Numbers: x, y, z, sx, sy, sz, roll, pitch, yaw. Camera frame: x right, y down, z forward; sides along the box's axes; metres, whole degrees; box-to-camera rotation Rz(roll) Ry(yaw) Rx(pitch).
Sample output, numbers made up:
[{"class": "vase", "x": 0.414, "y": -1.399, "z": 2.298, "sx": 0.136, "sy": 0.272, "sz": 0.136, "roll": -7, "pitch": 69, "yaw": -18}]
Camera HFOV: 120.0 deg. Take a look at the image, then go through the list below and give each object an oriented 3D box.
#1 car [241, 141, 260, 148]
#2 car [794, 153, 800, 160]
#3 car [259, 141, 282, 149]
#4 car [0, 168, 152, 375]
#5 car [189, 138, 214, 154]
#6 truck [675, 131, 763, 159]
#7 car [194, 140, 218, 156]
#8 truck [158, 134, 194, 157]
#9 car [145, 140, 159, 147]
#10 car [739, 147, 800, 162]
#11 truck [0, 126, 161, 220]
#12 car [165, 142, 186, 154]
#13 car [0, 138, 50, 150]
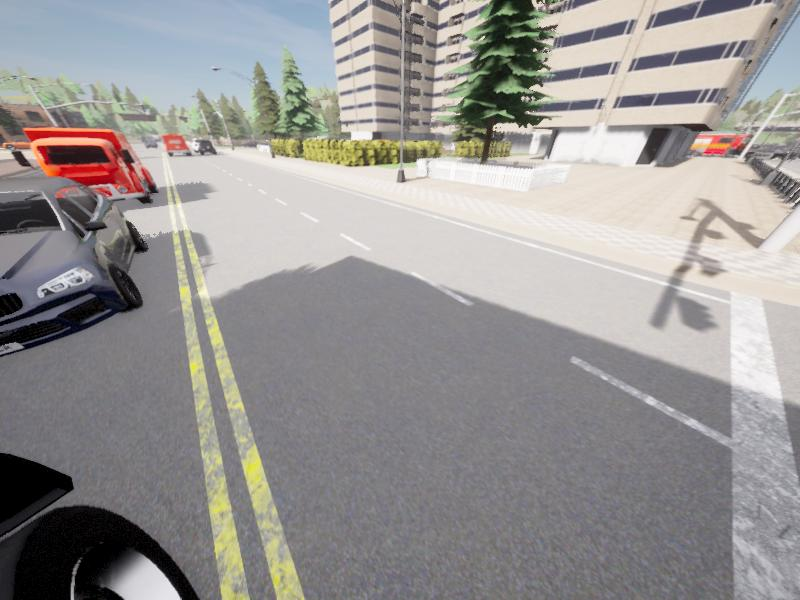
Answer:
[{"class": "car", "x": -39.260, "y": -41.024, "z": 60.840, "sx": 3.633, "sy": 1.501, "sz": 1.845, "roll": -25, "pitch": 43, "yaw": -32}, {"class": "car", "x": 68.609, "y": -23.491, "z": 37.398, "sx": 4.974, "sy": 1.542, "sz": 2.038, "roll": 3, "pitch": 35, "yaw": 2}, {"class": "car", "x": -34.044, "y": -40.871, "z": 60.734, "sx": 4.611, "sy": 1.667, "sz": 2.242, "roll": -25, "pitch": 43, "yaw": -32}, {"class": "car", "x": -5.994, "y": -0.871, "z": 3.666, "sx": 2.242, "sy": 1.667, "sz": 4.611, "roll": -26, "pitch": 43, "yaw": -32}, {"class": "car", "x": -33.938, "y": -26.294, "z": 39.367, "sx": 2.150, "sy": 2.045, "sz": 5.566, "roll": -25, "pitch": 43, "yaw": -32}, {"class": "truck", "x": 57.257, "y": -28.214, "z": 41.965, "sx": 2.891, "sy": 3.827, "sz": 8.468, "roll": -26, "pitch": 43, "yaw": -33}, {"class": "car", "x": -29.362, "y": -23.109, "z": 35.005, "sx": 1.905, "sy": 1.878, "sz": 3.866, "roll": -25, "pitch": 42, "yaw": -32}, {"class": "truck", "x": -31.430, "y": -21.667, "z": 32.395, "sx": 2.627, "sy": 2.467, "sz": 5.204, "roll": -26, "pitch": 43, "yaw": -32}, {"class": "car", "x": -63.791, "y": -40.274, "z": 59.386, "sx": 1.882, "sy": 1.535, "sz": 5.008, "roll": -25, "pitch": 43, "yaw": -32}, {"class": "car", "x": 57.795, "y": -22.703, "z": 36.006, "sx": 1.930, "sy": 1.638, "sz": 5.238, "roll": -3, "pitch": 36, "yaw": -5}, {"class": "truck", "x": -11.942, "y": -5.264, "z": 9.173, "sx": 2.627, "sy": 2.467, "sz": 5.204, "roll": -25, "pitch": 42, "yaw": -32}, {"class": "car", "x": -35.644, "y": -24.153, "z": 36.716, "sx": 1.845, "sy": 1.501, "sz": 3.633, "roll": -25, "pitch": 43, "yaw": -32}, {"class": "car", "x": -67.473, "y": -27.981, "z": 41.460, "sx": 4.553, "sy": 1.767, "sz": 2.097, "roll": -26, "pitch": 43, "yaw": -33}]
